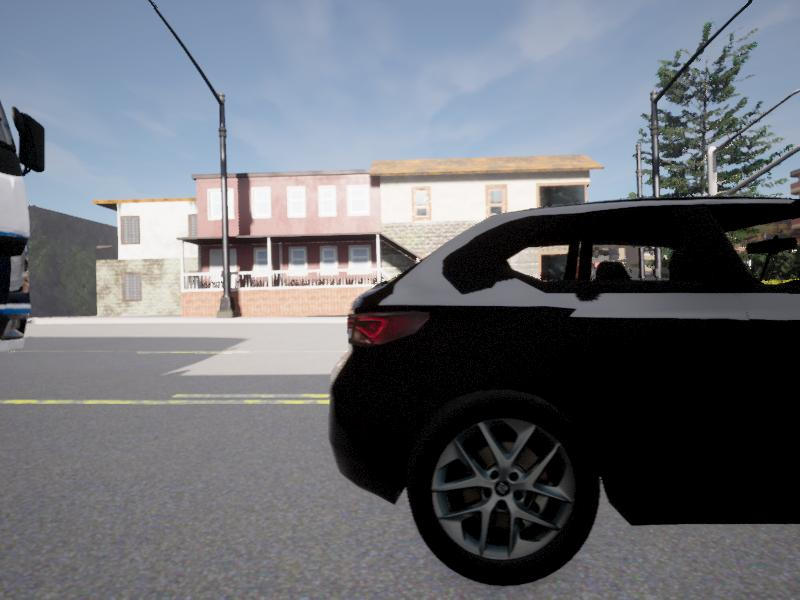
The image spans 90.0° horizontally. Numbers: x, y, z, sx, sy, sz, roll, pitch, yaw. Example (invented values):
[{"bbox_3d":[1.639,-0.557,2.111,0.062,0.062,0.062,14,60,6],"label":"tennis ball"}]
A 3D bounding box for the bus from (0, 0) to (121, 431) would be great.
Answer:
[{"bbox_3d":[-8.138,-1.140,2.331,10.273,4.253,3.944,0,0,0],"label":"bus"}]

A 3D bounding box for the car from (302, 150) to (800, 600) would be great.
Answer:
[{"bbox_3d":[1.781,0.252,2.202,4.193,1.474,1.816,0,0,0],"label":"car"}]
